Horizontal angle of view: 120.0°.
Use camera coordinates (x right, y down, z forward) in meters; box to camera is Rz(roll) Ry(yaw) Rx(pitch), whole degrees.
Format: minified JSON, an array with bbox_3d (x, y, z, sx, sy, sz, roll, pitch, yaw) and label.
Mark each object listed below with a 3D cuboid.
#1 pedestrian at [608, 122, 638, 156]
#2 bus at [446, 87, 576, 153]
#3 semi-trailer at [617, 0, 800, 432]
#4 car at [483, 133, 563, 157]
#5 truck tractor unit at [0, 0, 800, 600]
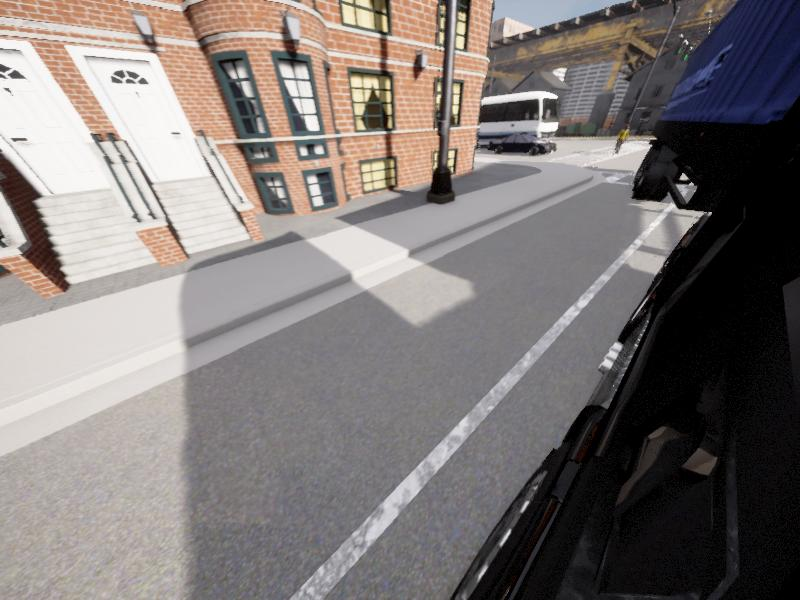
[{"bbox_3d":[15.402,-11.147,16.037,0.751,1.860,0.751,15,40,23],"label":"pedestrian"},{"bbox_3d":[9.994,-17.406,22.849,3.944,4.253,10.273,-28,43,-30],"label":"bus"},{"bbox_3d":[7.835,-4.080,4.926,2.717,4.402,14.254,24,44,31],"label":"semi-trailer"},{"bbox_3d":[9.983,-12.914,19.207,2.033,1.411,5.357,-28,43,-30],"label":"car"},{"bbox_3d":[2.645,-0.295,0.351,6.516,4.208,3.053,-28,44,-30],"label":"truck tractor unit"}]
